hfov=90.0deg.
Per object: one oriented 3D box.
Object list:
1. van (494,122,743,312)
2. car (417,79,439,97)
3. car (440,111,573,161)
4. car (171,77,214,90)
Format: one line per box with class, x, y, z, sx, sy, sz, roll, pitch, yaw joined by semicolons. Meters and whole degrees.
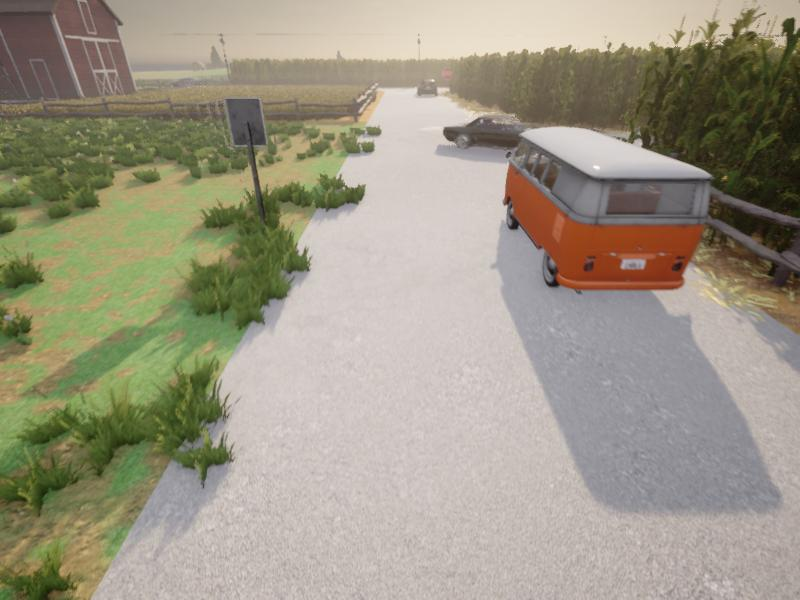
van;3.128;-1.805;7.098;1.775;1.987;4.442;0;30;0
car;3.182;-24.852;46.736;2.242;1.667;4.611;0;31;0
car;4.216;-6.768;16.250;4.718;1.301;1.895;18;35;28
car;-30.212;-31.679;58.456;4.974;1.542;2.038;0;30;0
